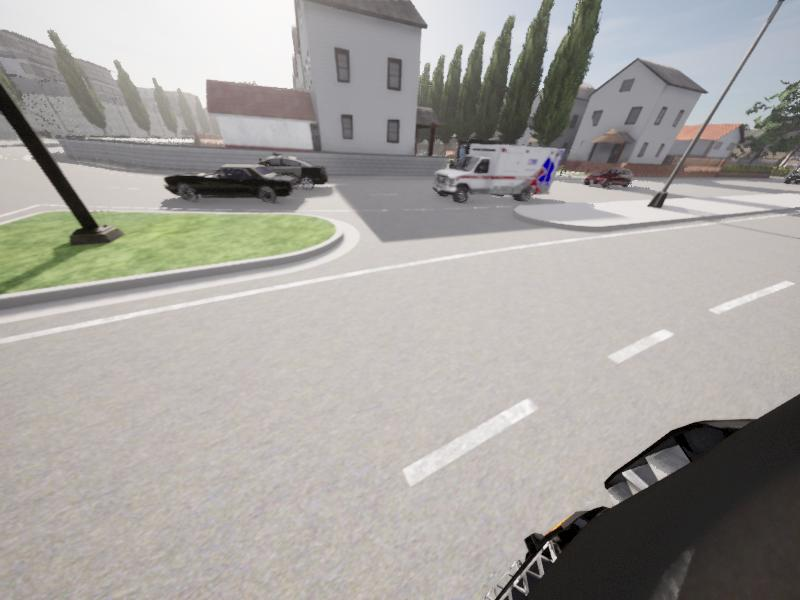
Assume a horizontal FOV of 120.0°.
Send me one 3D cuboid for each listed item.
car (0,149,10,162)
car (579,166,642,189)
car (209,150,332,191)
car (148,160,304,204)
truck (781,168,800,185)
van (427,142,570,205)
[{"bbox_3d":[-31.375,-10.725,16.131,4.856,1.649,2.033,9,33,8],"label":"car"},{"bbox_3d":[17.994,-10.499,19.823,4.193,1.474,1.816,-10,36,-19],"label":"car"},{"bbox_3d":[-6.570,-7.028,12.517,5.238,1.638,1.930,-3,34,-9],"label":"car"},{"bbox_3d":[-6.799,-4.944,9.678,4.718,1.301,1.895,-2,34,-8],"label":"car"},{"bbox_3d":[61.396,-18.502,34.711,6.274,2.098,2.390,-10,36,-19],"label":"truck"},{"bbox_3d":[4.936,-6.530,11.964,6.366,2.431,2.351,-9,36,-18],"label":"van"}]
